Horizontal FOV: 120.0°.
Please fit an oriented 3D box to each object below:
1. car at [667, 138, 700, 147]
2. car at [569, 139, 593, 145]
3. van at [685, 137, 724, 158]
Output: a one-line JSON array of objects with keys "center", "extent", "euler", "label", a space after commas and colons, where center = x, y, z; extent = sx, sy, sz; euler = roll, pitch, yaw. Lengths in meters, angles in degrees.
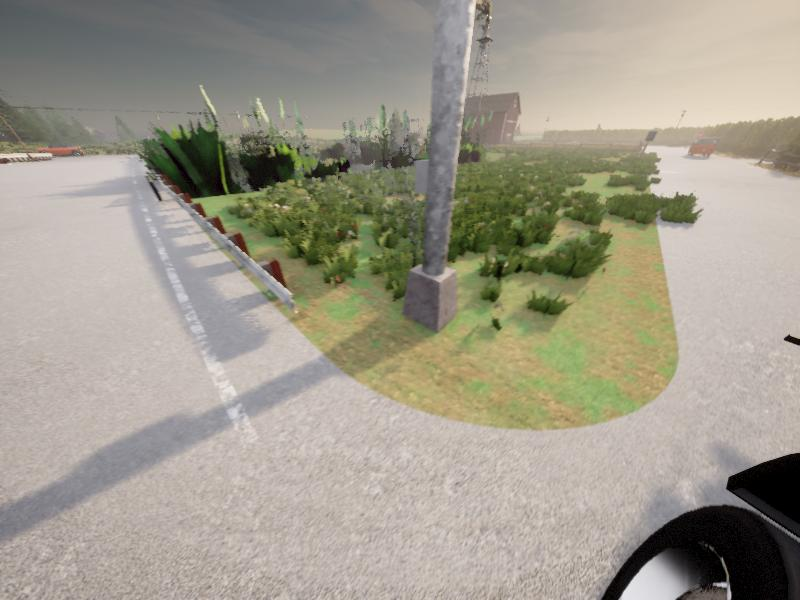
[{"center": [65.673, -36.435, 53.553], "extent": [4.611, 1.667, 2.242], "euler": [-7, 36, -9], "label": "car"}, {"center": [51.316, -44.841, 65.483], "extent": [4.974, 1.542, 2.038], "euler": [26, 43, 32], "label": "car"}, {"center": [38.140, -19.269, 29.110], "extent": [1.775, 1.987, 4.442], "euler": [26, 43, 32], "label": "van"}]
